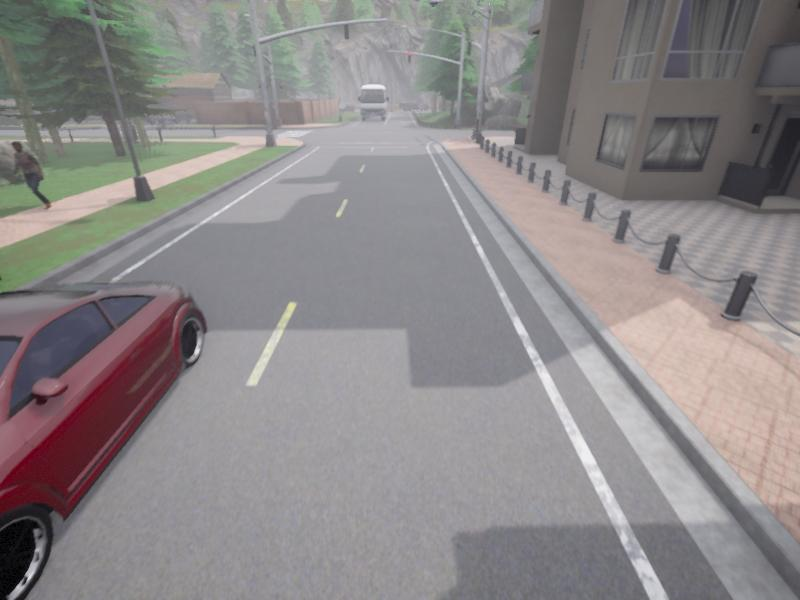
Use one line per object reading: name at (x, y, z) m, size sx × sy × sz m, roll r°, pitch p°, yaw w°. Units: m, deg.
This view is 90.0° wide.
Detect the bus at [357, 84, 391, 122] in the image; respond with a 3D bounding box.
bus at (-3.344, -27.065, 54.800) m, size 3.944 × 4.253 × 10.273 m, roll 0°, pitch 27°, yaw 0°

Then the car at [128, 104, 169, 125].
car at (-27.498, -20.388, 43.923) m, size 1.905 × 1.878 × 3.866 m, roll 0°, pitch 27°, yaw -1°

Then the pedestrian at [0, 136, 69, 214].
pedestrian at (-9.810, -3.323, 10.658) m, size 0.751 × 1.860 × 0.751 m, roll -1°, pitch 27°, yaw -3°

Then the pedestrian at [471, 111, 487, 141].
pedestrian at (5.474, -12.045, 27.761) m, size 0.751 × 1.860 × 0.751 m, roll -1°, pitch 27°, yaw -2°

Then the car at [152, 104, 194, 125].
car at (-24.993, -20.588, 44.321) m, size 1.932 × 1.855 × 4.605 m, roll 0°, pitch 27°, yaw -1°

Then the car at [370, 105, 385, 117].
car at (-3.464, -29.964, 63.463) m, size 2.128 × 1.511 × 4.902 m, roll 0°, pitch 27°, yaw 0°

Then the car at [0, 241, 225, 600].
car at (-3.494, 0.819, 3.530) m, size 1.994 × 1.385 × 4.181 m, roll 0°, pitch 27°, yaw 0°

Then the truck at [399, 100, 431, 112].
truck at (3.199, -40.744, 83.923) m, size 6.274 × 2.098 × 2.390 m, roll -15°, pitch 31°, yaw -26°
